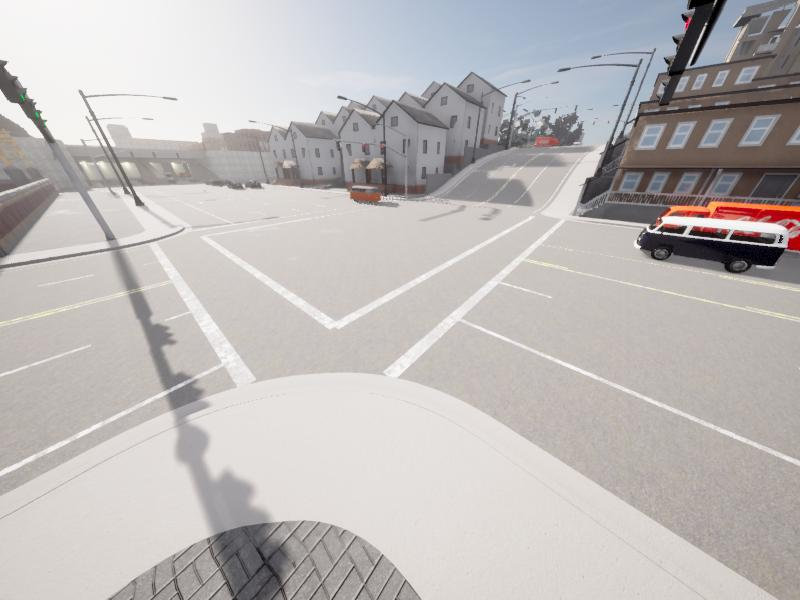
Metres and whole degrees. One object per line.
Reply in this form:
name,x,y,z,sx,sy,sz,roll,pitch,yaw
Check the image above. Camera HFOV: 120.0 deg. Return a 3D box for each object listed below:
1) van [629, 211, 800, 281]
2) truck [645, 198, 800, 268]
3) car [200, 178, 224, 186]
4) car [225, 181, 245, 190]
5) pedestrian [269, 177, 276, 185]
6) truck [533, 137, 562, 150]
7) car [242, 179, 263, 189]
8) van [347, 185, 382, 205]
van,14.563,-2.824,11.159,4.480,2.038,2.069,24,38,35
truck,17.589,-3.927,12.639,5.204,2.467,2.627,25,38,36
car,-47.013,-29.505,57.772,5.238,1.638,1.930,14,33,22
car,-35.336,-24.596,49.454,4.514,1.525,2.007,24,38,35
pedestrian,-31.141,-29.016,56.351,0.751,1.860,0.751,23,37,34
truck,37.405,-39.872,58.896,5.204,2.467,2.627,7,31,12
car,-32.884,-25.887,51.600,4.611,1.667,2.242,24,38,35
van,-4.631,-13.731,30.110,4.442,1.987,1.775,20,36,30
